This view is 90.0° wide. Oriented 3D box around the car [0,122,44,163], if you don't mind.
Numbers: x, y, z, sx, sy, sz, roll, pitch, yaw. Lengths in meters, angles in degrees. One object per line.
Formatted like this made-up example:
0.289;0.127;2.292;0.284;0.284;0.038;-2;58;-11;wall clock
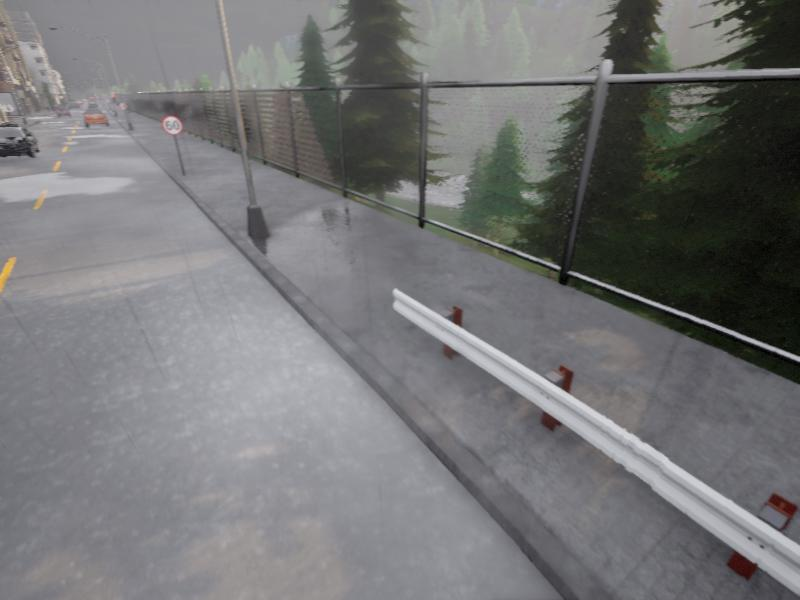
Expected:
-21.246;-8.691;21.820;1.930;1.638;5.238;-18;32;-30;car

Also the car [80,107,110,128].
-33.051;-19.840;43.364;2.097;1.767;4.553;-18;32;-30;car
